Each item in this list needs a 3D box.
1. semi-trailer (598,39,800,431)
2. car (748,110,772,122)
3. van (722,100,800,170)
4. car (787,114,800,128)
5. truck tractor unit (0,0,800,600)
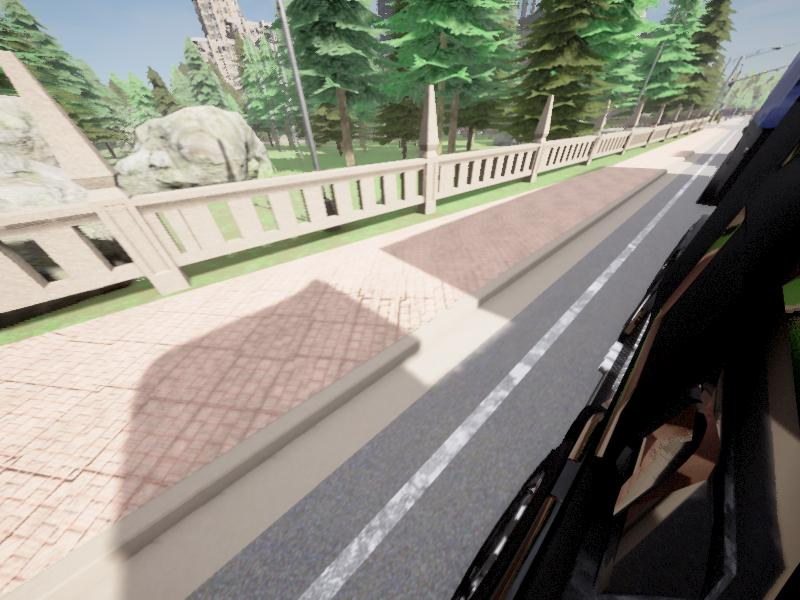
[{"bbox_3d":[8.691,-3.613,4.232,14.254,4.402,2.717,-28,44,-30],"label":"semi-trailer"},{"bbox_3d":[82.195,-41.989,52.740,5.566,2.045,2.150,-28,44,-30],"label":"car"},{"bbox_3d":[19.143,-8.396,11.607,6.366,2.431,2.351,-28,44,-30],"label":"van"},{"bbox_3d":[56.735,-24.246,31.099,2.007,1.525,4.514,-27,43,-29],"label":"car"},{"bbox_3d":[2.645,-0.295,0.351,6.516,4.208,3.053,-28,44,-30],"label":"truck tractor unit"}]
